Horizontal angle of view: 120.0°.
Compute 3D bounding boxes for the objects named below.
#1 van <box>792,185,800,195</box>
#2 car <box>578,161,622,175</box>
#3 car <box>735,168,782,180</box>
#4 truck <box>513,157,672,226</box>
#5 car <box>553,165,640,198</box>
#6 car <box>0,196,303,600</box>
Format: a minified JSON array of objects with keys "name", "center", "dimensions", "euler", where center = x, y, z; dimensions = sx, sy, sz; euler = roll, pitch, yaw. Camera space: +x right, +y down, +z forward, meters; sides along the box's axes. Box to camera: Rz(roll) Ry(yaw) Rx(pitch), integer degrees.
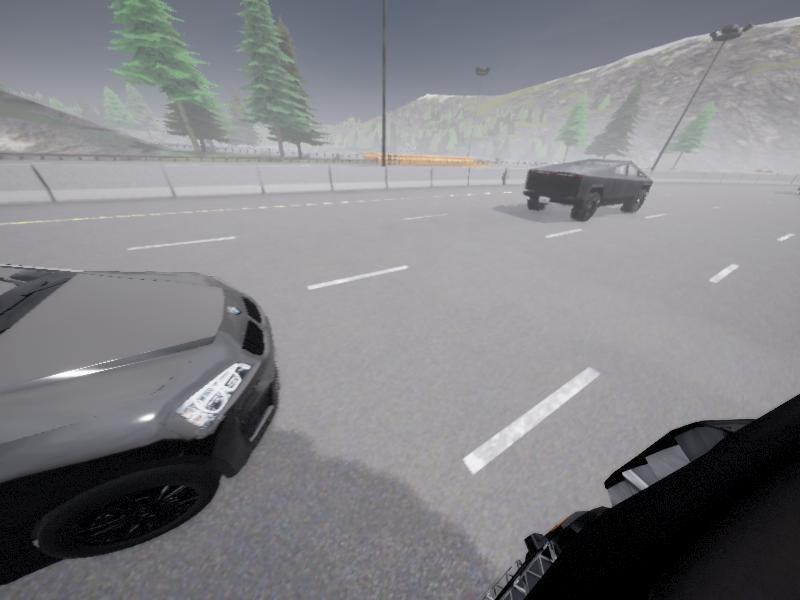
[{"name":"van","center":[40.662,-11.013,21.295],"dimensions":[5.915,2.561,1.988],"euler":[-6,34,-14]},{"name":"car","center":[29.239,-19.252,33.763],"dimensions":[5.366,1.575,1.801],"euler":[-8,35,-16]},{"name":"car","center":[62.185,-21.832,40.126],"dimensions":[5.008,1.535,1.882],"euler":[-1,34,-6]},{"name":"truck","center":[8.411,-4.951,10.164],"dimensions":[6.274,2.098,2.390],"euler":[-15,37,-24]},{"name":"car","center":[13.313,-8.140,15.729],"dimensions":[4.611,1.667,2.242],"euler":[-13,36,-22]},{"name":"car","center":[-3.298,0.680,1.185],"dimensions":[4.611,1.667,2.242],"euler":[-16,38,-26]}]
